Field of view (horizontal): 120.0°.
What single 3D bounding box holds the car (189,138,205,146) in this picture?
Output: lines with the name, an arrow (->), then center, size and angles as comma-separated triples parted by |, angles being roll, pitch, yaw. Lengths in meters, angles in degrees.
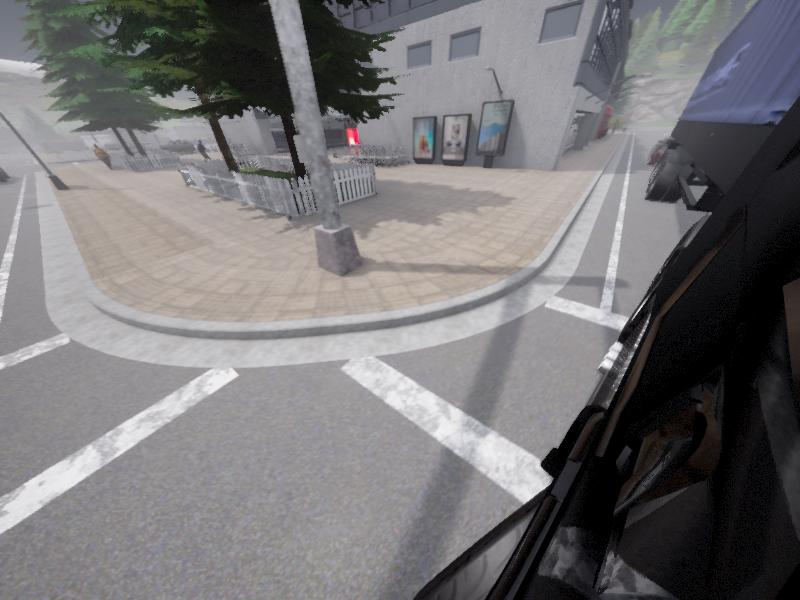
car -> -51.921, -40.328, 59.075 | 3.633, 1.501, 1.845 | 23, 44, 30

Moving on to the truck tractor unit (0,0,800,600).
truck tractor unit -> 2.645, -0.295, 0.352 | 6.516, 4.208, 3.053 | -28, 44, -30

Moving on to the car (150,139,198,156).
car -> -34.008, -23.096, 34.942 | 1.932, 1.855, 4.605 | 23, 44, 30

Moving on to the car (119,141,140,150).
car -> -65.224, -37.134, 55.605 | 5.027, 1.636, 2.152 | 23, 44, 30

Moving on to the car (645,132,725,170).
car -> 15.148, -8.227, 12.603 | 1.994, 1.385, 4.181 | 24, 44, 31

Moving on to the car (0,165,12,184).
car -> -30.375, -9.391, 16.294 | 5.566, 2.045, 2.150 | 23, 44, 30

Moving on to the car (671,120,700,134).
car -> 40.688, -24.718, 32.990 | 1.789, 1.549, 3.705 | 24, 44, 31

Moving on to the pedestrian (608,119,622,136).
pedestrian -> 30.253, -24.292, 32.483 | 0.751, 1.860, 0.751 | 24, 44, 30

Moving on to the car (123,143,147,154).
car -> -46.490, -26.600, 40.494 | 3.633, 1.501, 1.845 | 23, 44, 30

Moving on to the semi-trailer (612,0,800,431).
semi-trailer -> 8.041, -3.978, 4.791 | 2.717, 4.402, 14.254 | 26, 45, 33

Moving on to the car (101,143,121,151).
car -> -67.097, -35.567, 53.635 | 4.514, 1.523, 2.007 | 23, 44, 30

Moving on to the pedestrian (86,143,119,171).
pedestrian -> -24.102, -11.609, 18.738 | 0.751, 1.860, 0.751 | 24, 44, 31

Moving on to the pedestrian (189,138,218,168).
pedestrian -> -15.011, -11.279, 17.734 | 0.751, 1.860, 0.751 | -8, 37, -7
